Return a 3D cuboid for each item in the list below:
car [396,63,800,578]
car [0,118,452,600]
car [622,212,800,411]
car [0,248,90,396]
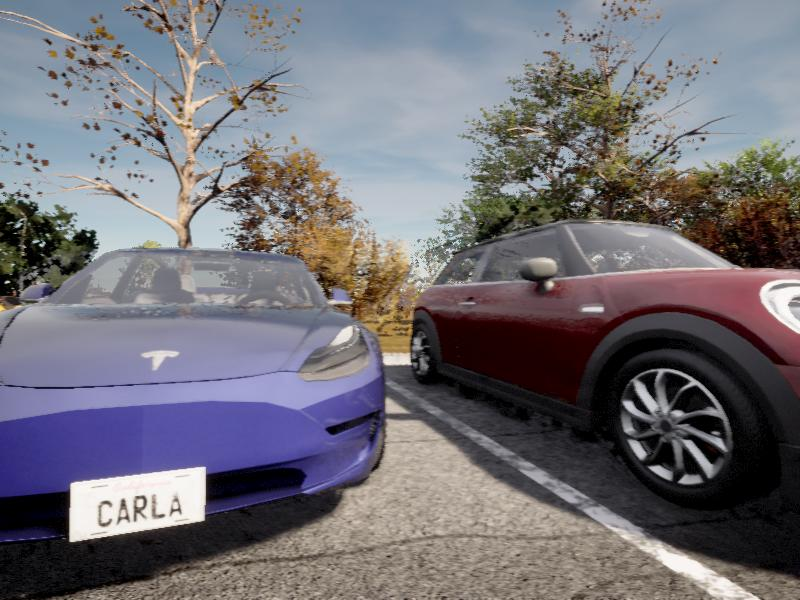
[{"bbox_3d":[1.746,0.102,3.556,2.185,1.767,4.553,1,-1,-20],"label":"car"},{"bbox_3d":[-1.624,0.260,3.505,2.163,1.488,4.792,1,-1,-20],"label":"car"},{"bbox_3d":[4.736,0.097,3.490,2.185,1.767,4.553,0,-1,-20],"label":"car"},{"bbox_3d":[-5.098,0.234,3.710,1.946,1.575,5.366,0,-1,-20],"label":"car"}]
